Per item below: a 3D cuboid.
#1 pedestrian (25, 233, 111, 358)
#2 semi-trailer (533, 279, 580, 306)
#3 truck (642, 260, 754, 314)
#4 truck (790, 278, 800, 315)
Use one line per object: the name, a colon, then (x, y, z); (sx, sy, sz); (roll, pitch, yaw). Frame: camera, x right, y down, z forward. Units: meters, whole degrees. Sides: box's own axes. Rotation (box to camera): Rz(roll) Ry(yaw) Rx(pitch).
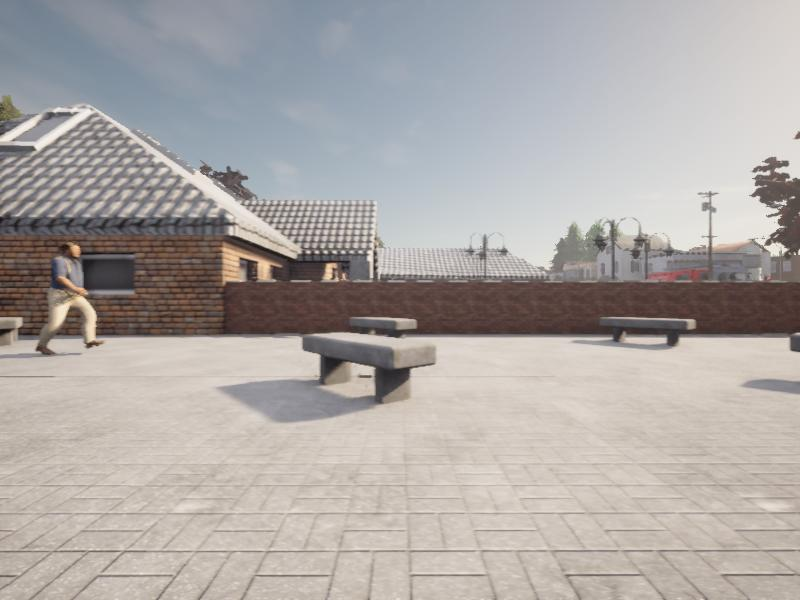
pedestrian: (-5.225, -0.069, 6.345); (0.751, 1.860, 0.751); (0, 0, -1)
semi-trailer: (27.669, -1.210, 71.788); (2.717, 4.402, 14.254); (0, 0, 0)
truck: (23.753, -0.914, 32.681); (2.891, 3.827, 8.468); (0, 0, 0)
truck: (27.781, -0.236, 24.568); (2.627, 2.467, 5.204); (0, 0, 0)
